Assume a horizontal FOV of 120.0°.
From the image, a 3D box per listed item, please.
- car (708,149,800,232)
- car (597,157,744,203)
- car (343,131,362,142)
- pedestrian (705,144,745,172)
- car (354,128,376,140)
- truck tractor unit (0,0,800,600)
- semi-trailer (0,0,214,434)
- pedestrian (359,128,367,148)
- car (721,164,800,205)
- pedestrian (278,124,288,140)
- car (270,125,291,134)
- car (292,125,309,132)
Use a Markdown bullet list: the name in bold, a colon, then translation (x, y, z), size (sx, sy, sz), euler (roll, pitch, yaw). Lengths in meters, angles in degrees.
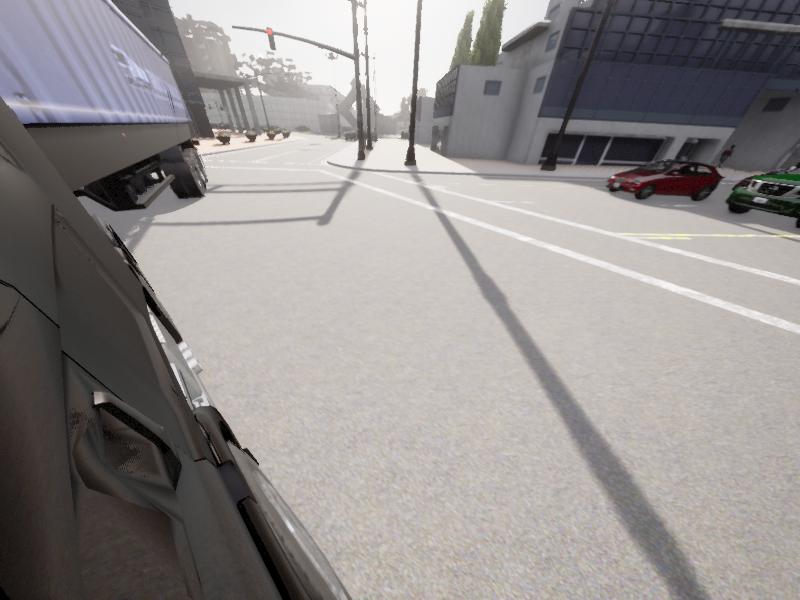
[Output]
- **car**: translation (14.925, -3.664, 7.769), size (5.566, 2.045, 2.150), euler (0, 37, -4)
- **car**: translation (12.065, -5.530, 10.592), size (4.193, 1.474, 1.816), euler (0, 37, -4)
- **car**: translation (-8.474, -29.774, 41.896), size (1.837, 1.490, 4.892), euler (7, 37, 5)
- **pedestrian**: translation (25.941, -11.340, 18.471), size (0.751, 1.860, 0.751), euler (-2, 37, -7)
- **car**: translation (-7.623, -35.973, 49.956), size (4.605, 1.855, 1.932), euler (-2, 37, -9)
- **truck tractor unit**: translation (-2.645, -0.295, 0.352), size (6.516, 4.208, 3.053), euler (28, 44, 30)
- **semi-trailer**: translation (-7.172, -4.325, 5.316), size (2.717, 4.402, 14.254), euler (-19, 42, -25)
- **pedestrian**: translation (-4.340, -19.044, 27.142), size (0.751, 1.860, 0.751), euler (3, 37, 0)
- **car**: translation (19.133, -5.552, 11.123), size (4.181, 1.385, 1.994), euler (0, 36, -3)
- **pedestrian**: translation (-16.596, -23.854, 32.801), size (0.751, 1.860, 0.751), euler (0, 37, -4)
- **car**: translation (-31.521, -44.989, 60.962), size (5.027, 1.651, 2.152), euler (24, 42, 26)
- **car**: translation (-33.156, -57.456, 77.242), size (4.553, 1.767, 2.097), euler (-21, 43, -28)
